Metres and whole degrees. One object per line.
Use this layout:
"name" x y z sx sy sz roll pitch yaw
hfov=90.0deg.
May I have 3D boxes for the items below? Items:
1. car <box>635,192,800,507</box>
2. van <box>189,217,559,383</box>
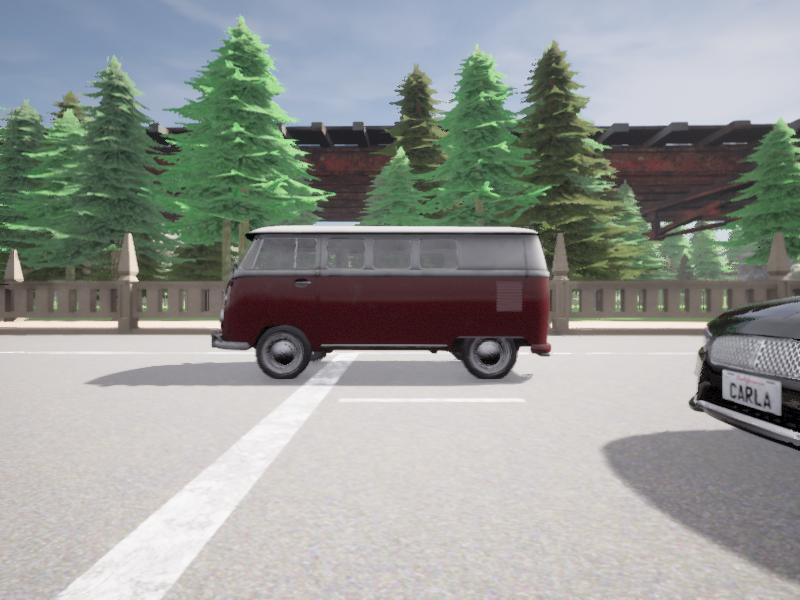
"car" 4.366 0.238 2.195 4.902 1.511 2.128 0 0 0
"van" -0.311 -0.001 5.699 4.442 1.987 1.775 0 0 0
